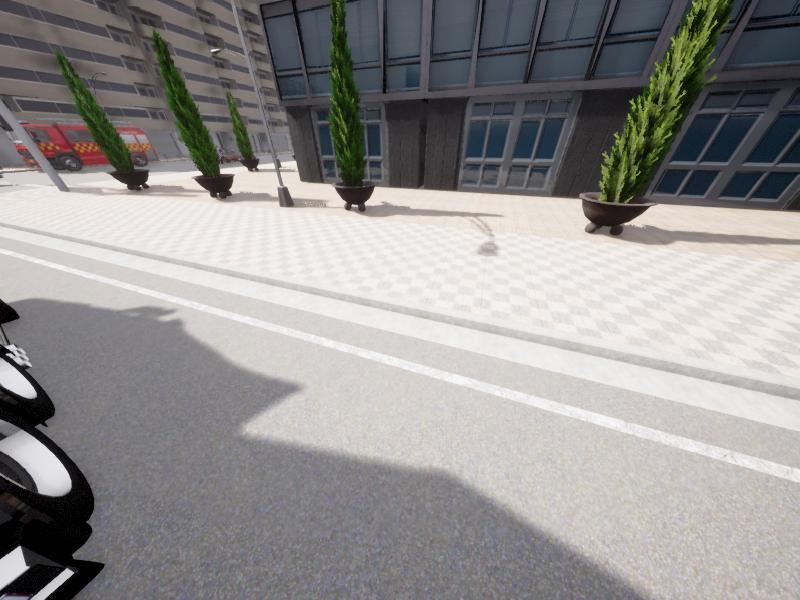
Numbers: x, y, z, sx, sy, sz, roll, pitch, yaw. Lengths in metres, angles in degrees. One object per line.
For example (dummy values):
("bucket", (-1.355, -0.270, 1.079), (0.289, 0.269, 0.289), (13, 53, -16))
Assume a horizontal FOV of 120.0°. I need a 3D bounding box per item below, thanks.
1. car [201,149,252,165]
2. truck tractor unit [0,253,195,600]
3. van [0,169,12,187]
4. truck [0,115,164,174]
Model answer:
("car", (-19.882, -16.615, 26.759), (1.994, 1.385, 4.181), (12, 36, 17))
("truck tractor unit", (-5.092, -0.319, 0.808), (6.516, 4.208, 3.053), (19, 39, 25))
("van", (-26.649, -6.904, 11.924), (2.351, 2.431, 6.366), (23, 41, 28))
("truck", (-29.189, -14.653, 21.841), (2.891, 3.827, 8.468), (11, 36, 16))
